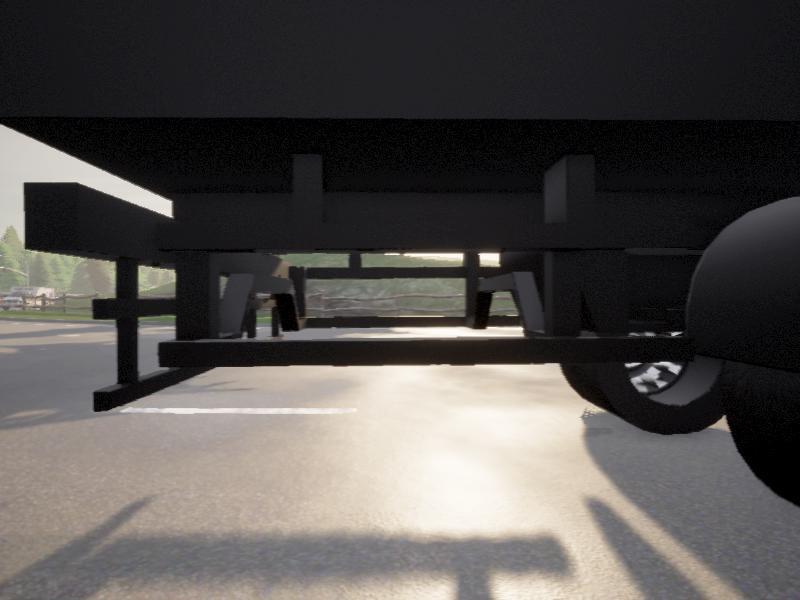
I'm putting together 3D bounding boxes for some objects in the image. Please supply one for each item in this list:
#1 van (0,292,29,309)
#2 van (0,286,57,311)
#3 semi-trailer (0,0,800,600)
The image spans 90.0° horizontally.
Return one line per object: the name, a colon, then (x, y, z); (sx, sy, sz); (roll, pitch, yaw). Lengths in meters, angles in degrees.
van: (-48.735, 0.094, 49.401); (1.775, 1.987, 4.442); (0, 0, -3)
van: (-40.246, -0.137, 43.453); (2.351, 2.431, 6.366); (0, 0, -19)
semi-trailer: (5.864, -1.214, 2.494); (14.254, 4.402, 2.717); (0, 0, -1)
